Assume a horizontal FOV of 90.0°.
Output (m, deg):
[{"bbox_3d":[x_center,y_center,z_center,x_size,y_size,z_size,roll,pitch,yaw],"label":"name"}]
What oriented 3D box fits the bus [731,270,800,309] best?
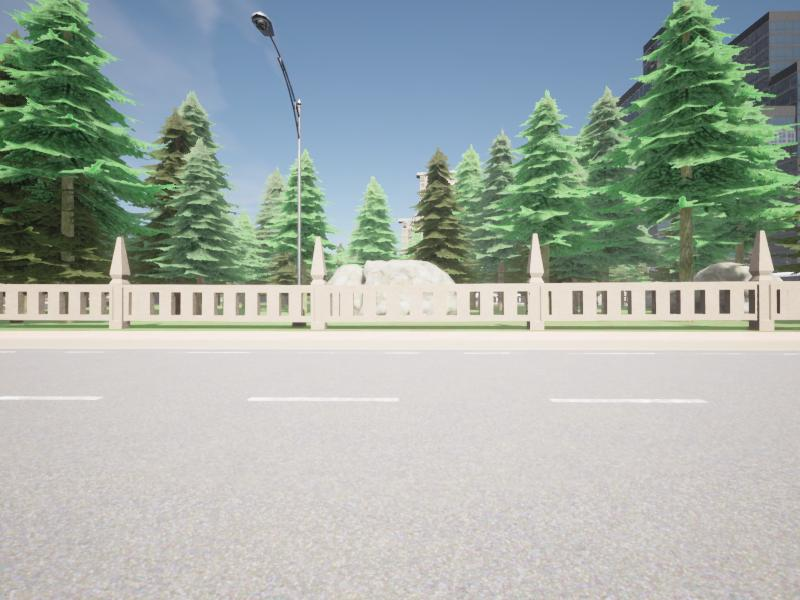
[{"bbox_3d":[45.816,-1.134,47.963,3.944,4.253,10.273,0,0,1],"label":"bus"}]
